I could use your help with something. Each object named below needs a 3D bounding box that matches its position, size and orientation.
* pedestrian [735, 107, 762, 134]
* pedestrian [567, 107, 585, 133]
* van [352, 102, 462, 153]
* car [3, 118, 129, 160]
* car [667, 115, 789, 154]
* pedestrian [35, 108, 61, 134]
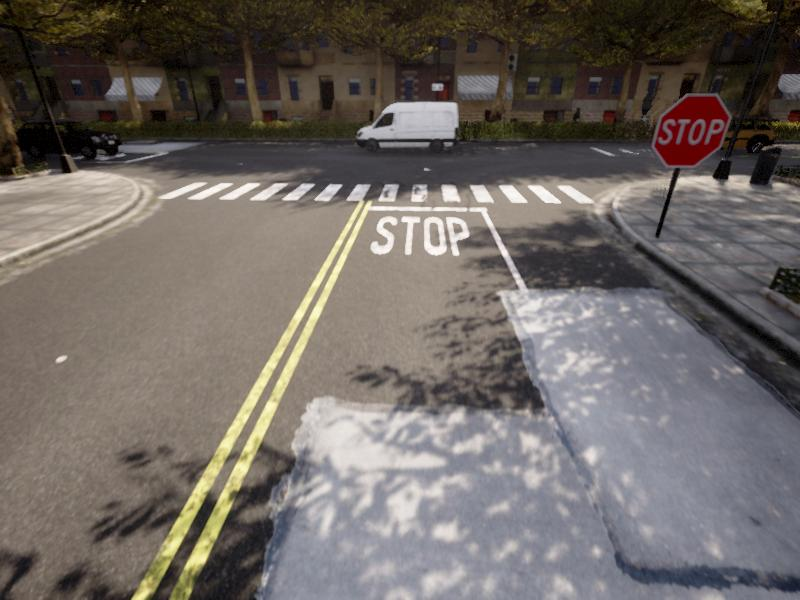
[{"bbox_3d":[26.538,-13.691,30.462,0.751,1.860,0.751,0,27,1],"label":"pedestrian"},{"bbox_3d":[13.806,-14.128,31.378,0.751,1.860,0.751,2,27,3],"label":"pedestrian"},{"bbox_3d":[0.419,-9.983,23.085,5.915,2.561,1.988,2,27,3],"label":"van"},{"bbox_3d":[-17.492,-8.563,21.158,4.605,1.855,1.932,2,27,3],"label":"car"},{"bbox_3d":[17.993,-9.208,22.203,4.605,1.855,1.932,1,27,3],"label":"car"},{"bbox_3d":[-28.417,-14.485,32.304,0.751,1.860,0.751,-1,27,-1],"label":"pedestrian"}]
